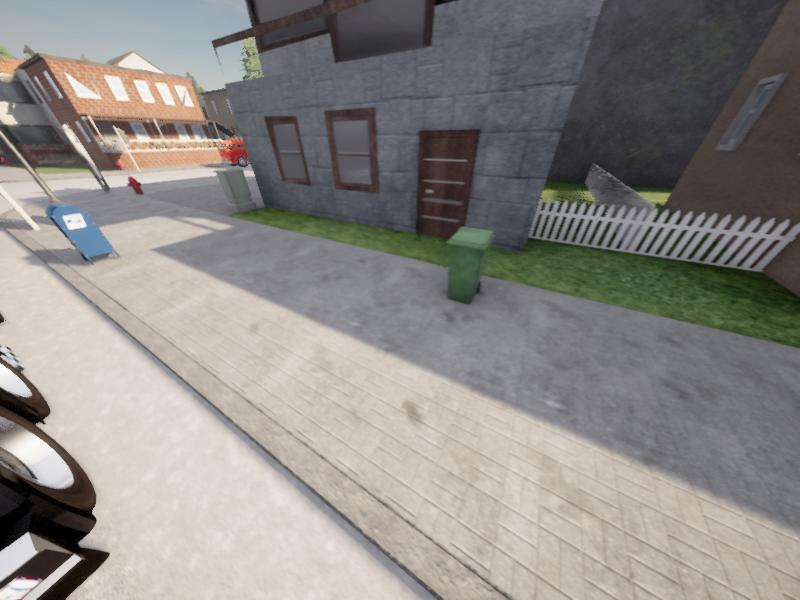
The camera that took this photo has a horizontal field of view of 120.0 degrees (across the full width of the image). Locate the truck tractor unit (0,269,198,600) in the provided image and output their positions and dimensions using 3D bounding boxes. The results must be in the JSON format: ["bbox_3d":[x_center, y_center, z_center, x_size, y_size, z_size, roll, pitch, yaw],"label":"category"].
[{"bbox_3d":[-5.128,-0.281,0.775,6.516,4.208,3.053,18,39,24],"label":"truck tractor unit"}]
